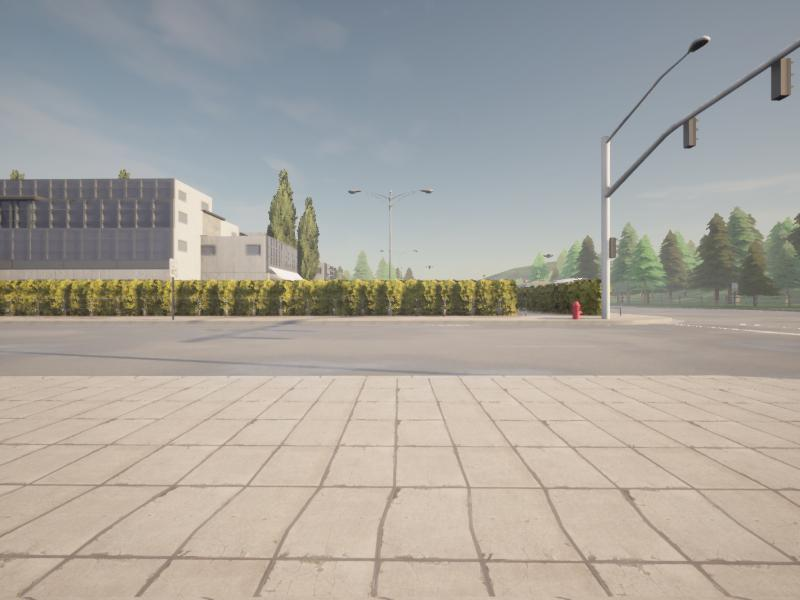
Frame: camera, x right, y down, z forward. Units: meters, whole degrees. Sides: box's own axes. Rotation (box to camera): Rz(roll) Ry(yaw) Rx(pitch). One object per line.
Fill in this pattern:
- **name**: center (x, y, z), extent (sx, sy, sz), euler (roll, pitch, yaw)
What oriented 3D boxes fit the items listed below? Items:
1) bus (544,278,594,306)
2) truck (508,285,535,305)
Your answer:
- **bus**: center (27.147, -1.158, 65.150), extent (3.944, 4.253, 10.273), euler (0, 0, 1)
- **truck**: center (24.008, -0.945, 79.525), extent (2.891, 3.827, 8.468), euler (0, 0, 1)
